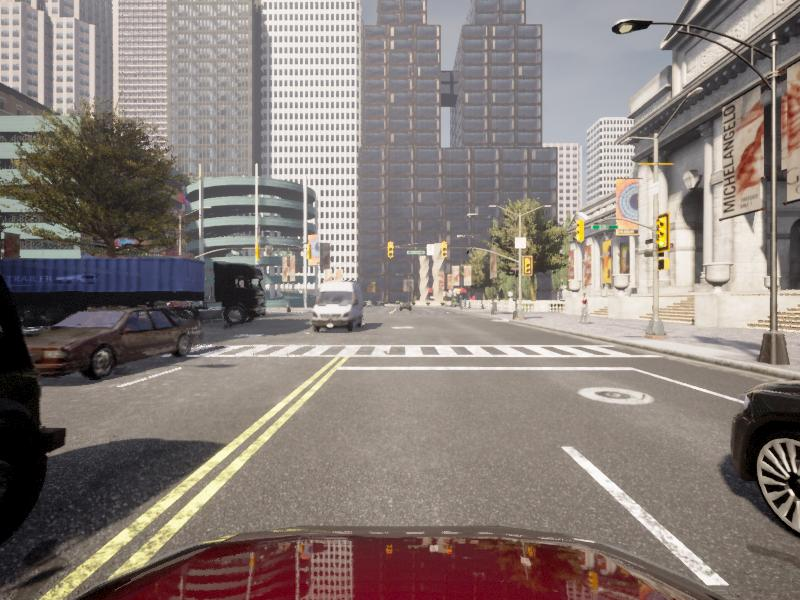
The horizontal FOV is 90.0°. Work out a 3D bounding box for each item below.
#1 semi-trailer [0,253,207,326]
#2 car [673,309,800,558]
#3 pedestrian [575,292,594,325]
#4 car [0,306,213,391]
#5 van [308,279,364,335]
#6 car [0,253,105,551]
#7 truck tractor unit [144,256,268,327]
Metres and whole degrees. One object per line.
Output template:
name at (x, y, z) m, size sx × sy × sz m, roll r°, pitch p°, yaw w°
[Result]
semi-trailer at (-20.115, -0.617, 25.565) m, size 14.254 × 4.402 × 2.717 m, roll 0°, pitch 0°, yaw 0°
car at (3.511, 0.836, 1.169) m, size 2.128 × 1.511 × 4.902 m, roll 0°, pitch 0°, yaw 1°
pedestrian at (10.678, 0.485, 23.169) m, size 0.751 × 1.860 × 0.751 m, roll 0°, pitch 0°, yaw 0°
car at (-6.871, 0.894, 9.760) m, size 2.033 × 1.411 × 5.357 m, roll 0°, pitch 0°, yaw 1°
van at (-3.204, 0.323, 21.452) m, size 1.988 × 2.561 × 5.915 m, roll 0°, pitch 0°, yaw 1°
car at (-3.489, 0.645, 1.484) m, size 1.905 × 1.878 × 3.866 m, roll 0°, pitch 0°, yaw 1°
truck tractor unit at (-12.214, -0.515, 25.737) m, size 6.516 × 4.208 × 3.053 m, roll 0°, pitch 0°, yaw -7°
